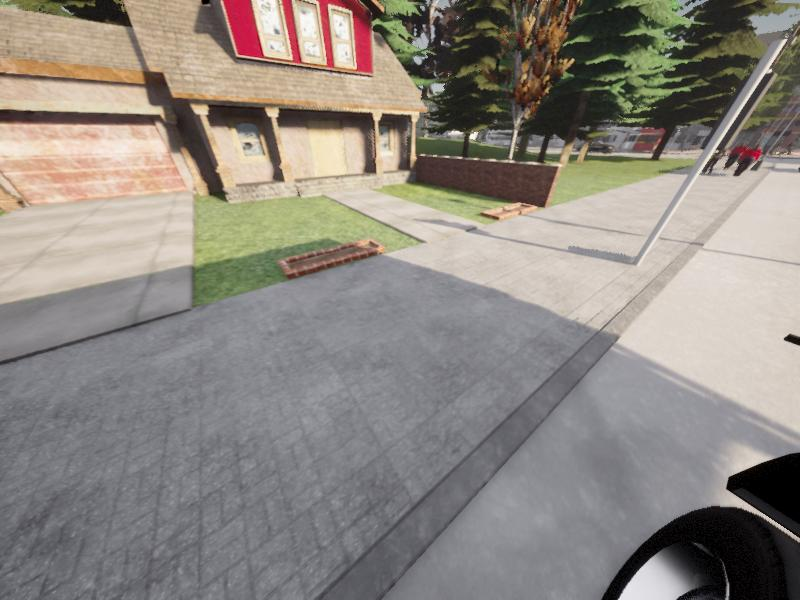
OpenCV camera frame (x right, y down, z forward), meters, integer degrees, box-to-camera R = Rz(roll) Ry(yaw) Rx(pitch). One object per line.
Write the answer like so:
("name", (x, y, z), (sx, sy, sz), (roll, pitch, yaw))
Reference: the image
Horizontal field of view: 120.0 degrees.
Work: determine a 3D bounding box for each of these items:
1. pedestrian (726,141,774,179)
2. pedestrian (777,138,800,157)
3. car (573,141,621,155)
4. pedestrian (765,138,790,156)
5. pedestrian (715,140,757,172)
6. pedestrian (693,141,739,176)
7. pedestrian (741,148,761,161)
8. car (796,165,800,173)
("pedestrian", (20.663, -8.304, 13.696), (0.751, 1.860, 0.751), (-28, 44, -33))
("pedestrian", (46.941, -18.352, 27.752), (0.751, 1.860, 0.751), (-12, 37, -17))
("car", (30.689, -23.947, 36.226), (2.152, 1.651, 5.027), (-22, 41, -28))
("pedestrian", (46.990, -19.068, 28.768), (0.751, 1.860, 0.751), (-27, 43, -33))
("pedestrian", (23.338, -10.004, 16.086), (0.751, 1.860, 0.751), (-18, 39, -23))
("pedestrian", (20.003, -8.977, 14.654), (0.751, 1.860, 0.751), (-13, 37, -18))
("pedestrian", (35.006, -14.501, 23.039), (0.500, 1.100, 0.500), (20, 40, 26))
("car", (30.944, -10.081, 16.699), (4.193, 1.474, 1.816), (-23, 41, -28))
